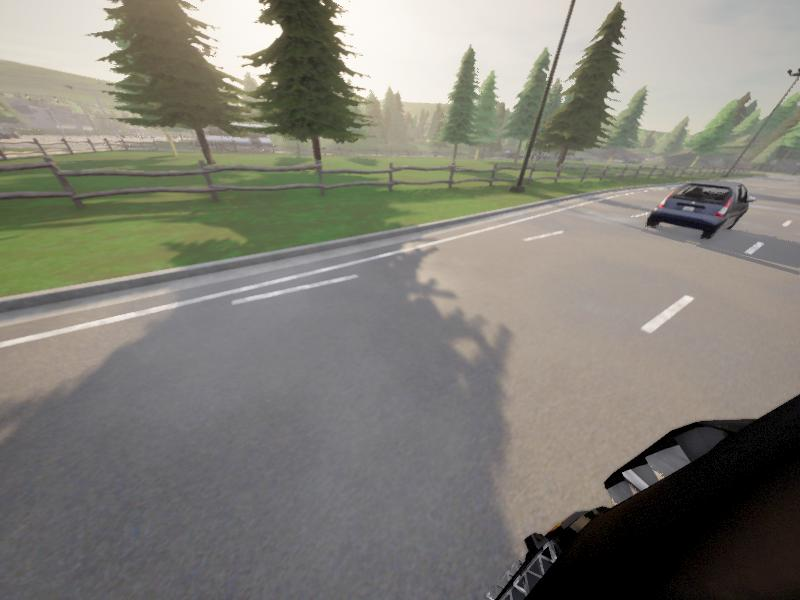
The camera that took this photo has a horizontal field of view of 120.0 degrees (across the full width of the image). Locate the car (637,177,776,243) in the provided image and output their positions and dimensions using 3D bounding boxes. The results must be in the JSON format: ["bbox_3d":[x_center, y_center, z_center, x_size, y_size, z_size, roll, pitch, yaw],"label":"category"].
[{"bbox_3d":[11.087,-3.434,8.407,3.988,1.617,1.851,-16,38,-26],"label":"car"}]

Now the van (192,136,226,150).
[{"bbox_3d":[-35.783,-29.461,43.492,4.442,1.987,1.775,-16,38,-26],"label":"van"}]

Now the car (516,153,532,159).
[{"bbox_3d":[42.559,-49.391,79.267,5.238,1.638,1.930,-16,38,-26],"label":"car"}]

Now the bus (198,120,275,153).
[{"bbox_3d":[-29.512,-29.853,42.498,10.273,4.253,3.944,-16,38,-26],"label":"bus"}]

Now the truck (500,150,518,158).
[{"bbox_3d":[39.962,-53.329,84.540,6.274,2.098,2.390,-16,38,-26],"label":"truck"}]
